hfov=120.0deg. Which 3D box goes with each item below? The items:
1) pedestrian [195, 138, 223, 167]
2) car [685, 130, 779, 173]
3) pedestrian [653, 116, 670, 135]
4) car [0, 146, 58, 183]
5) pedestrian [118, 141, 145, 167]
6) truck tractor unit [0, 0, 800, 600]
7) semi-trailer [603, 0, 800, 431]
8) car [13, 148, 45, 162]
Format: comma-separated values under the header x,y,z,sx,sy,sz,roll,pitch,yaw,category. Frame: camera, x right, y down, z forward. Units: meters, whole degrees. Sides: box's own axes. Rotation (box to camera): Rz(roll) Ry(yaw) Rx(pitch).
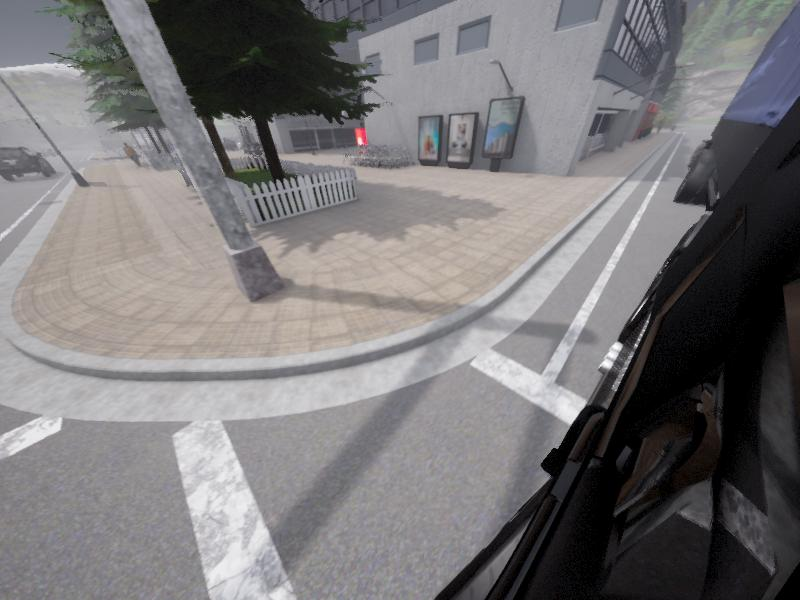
x,y,z,sx,sy,sz,roll,pitch,yaw,category
-15.090,-11.667,18.270,0.751,1.860,0.751,-4,37,-2,pedestrian
16.184,-7.485,11.503,4.181,1.385,1.994,-32,46,-33,car
33.366,-22.286,29.497,0.751,1.860,0.751,28,47,35,pedestrian
-29.813,-10.804,18.193,5.566,2.045,2.150,28,47,34,car
-23.754,-12.918,20.492,0.751,1.860,0.751,29,47,35,pedestrian
2.645,-0.295,0.351,6.516,4.208,3.053,-28,44,-30,truck tractor unit
8.432,-3.771,4.478,14.254,4.402,2.717,-31,45,-33,semi-trailer
-57.442,-22.490,35.861,3.705,1.549,1.789,28,47,34,car
